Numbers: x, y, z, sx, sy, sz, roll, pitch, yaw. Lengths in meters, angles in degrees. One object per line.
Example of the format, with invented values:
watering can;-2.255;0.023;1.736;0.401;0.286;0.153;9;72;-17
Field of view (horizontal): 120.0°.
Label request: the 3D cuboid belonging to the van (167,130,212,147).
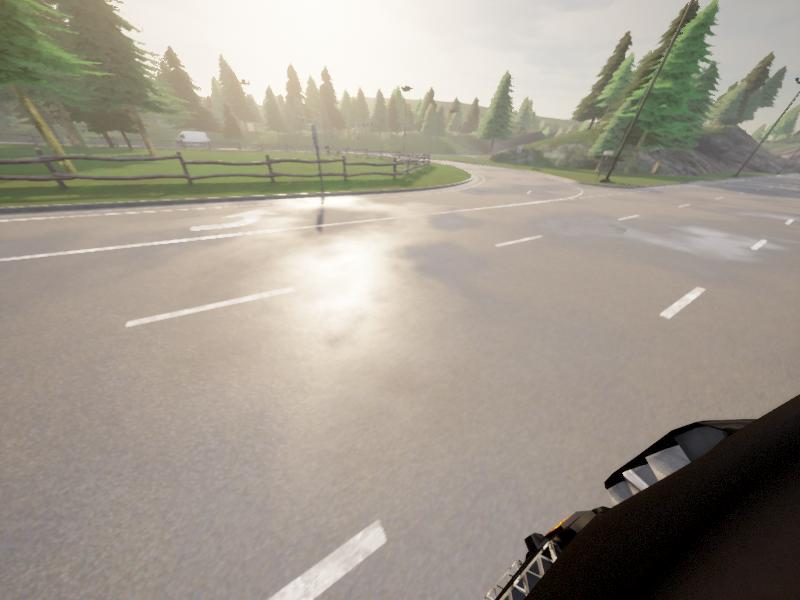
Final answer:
van;-42.080;-32.394;46.495;5.915;2.561;1.988;-16;38;-26
